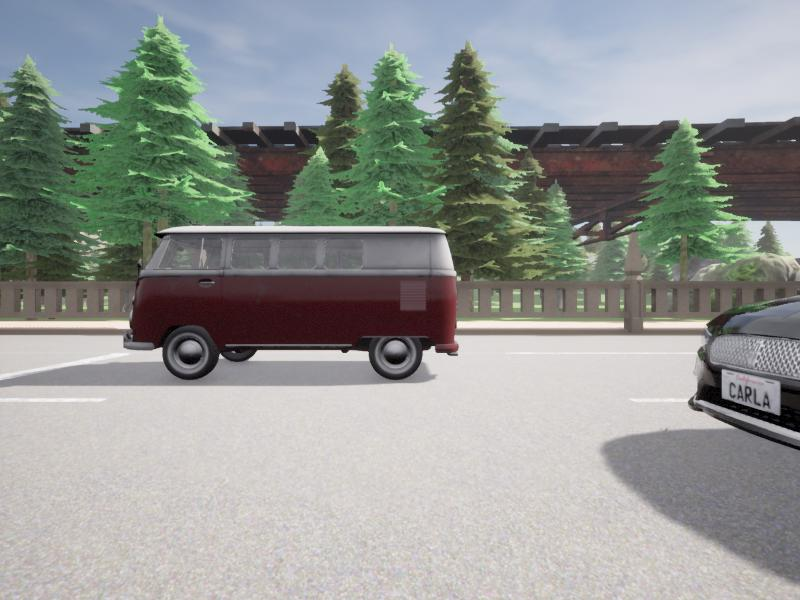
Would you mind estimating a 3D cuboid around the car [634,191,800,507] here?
[{"bbox_3d":[4.363,0.237,2.200,4.902,1.511,2.128,0,0,0],"label":"car"}]

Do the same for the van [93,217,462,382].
[{"bbox_3d":[-1.470,-0.002,5.700,4.442,1.987,1.775,0,0,0],"label":"van"}]
